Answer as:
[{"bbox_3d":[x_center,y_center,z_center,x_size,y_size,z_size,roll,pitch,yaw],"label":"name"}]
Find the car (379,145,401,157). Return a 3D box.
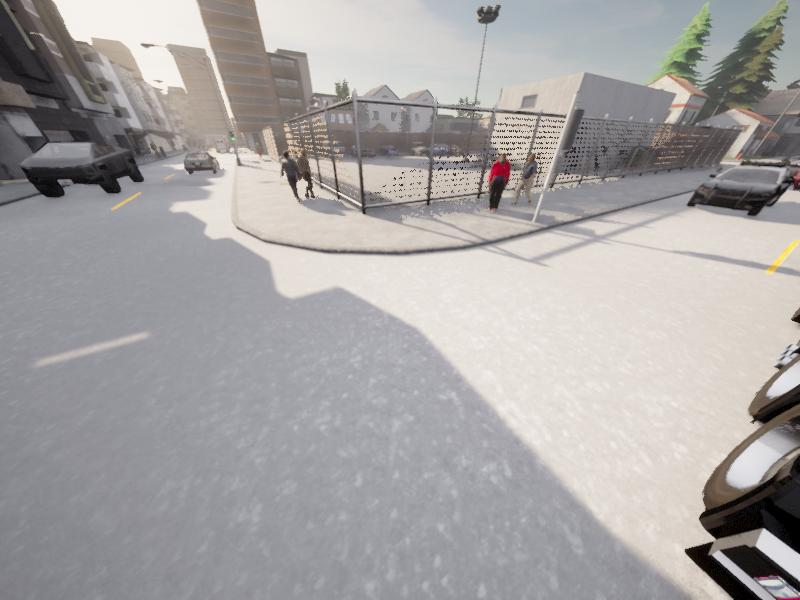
[{"bbox_3d":[-1.581,-22.791,35.272,1.845,1.501,3.633,-18,39,-24],"label":"car"}]

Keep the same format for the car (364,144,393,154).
[{"bbox_3d":[-4.025,-28.607,43.749,4.902,1.511,2.128,-17,39,-24],"label":"car"}]

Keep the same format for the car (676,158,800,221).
[{"bbox_3d":[13.985,-4.644,9.353,5.238,1.638,1.930,-18,39,-25],"label":"car"}]

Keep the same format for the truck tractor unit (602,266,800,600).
[{"bbox_3d":[5.110,-0.302,0.772,6.516,4.208,3.053,-18,39,-24],"label":"truck tractor unit"}]

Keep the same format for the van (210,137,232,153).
[{"bbox_3d":[-35.940,-31.336,46.607,2.351,2.431,6.366,-17,39,-23],"label":"van"}]

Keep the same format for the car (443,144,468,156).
[{"bbox_3d":[9.542,-26.111,40.140,1.816,1.474,4.193,-18,39,-24],"label":"car"}]

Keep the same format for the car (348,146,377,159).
[{"bbox_3d":[-5.431,-21.217,33.088,2.033,1.415,5.357,-18,39,-24],"label":"car"}]

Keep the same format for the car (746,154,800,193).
[{"bbox_3d":[22.915,-7.494,13.551,3.988,1.617,1.851,-18,39,-25],"label":"car"}]

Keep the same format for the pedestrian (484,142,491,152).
[{"bbox_3d":[18.422,-32.199,48.567,0.751,1.860,0.751,-24,42,-31],"label":"pedestrian"}]

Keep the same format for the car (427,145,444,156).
[{"bbox_3d":[5.620,-23.918,37.020,1.481,1.379,2.207,-18,39,-24],"label":"car"}]

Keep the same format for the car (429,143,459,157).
[{"bbox_3d":[7.162,-24.907,38.272,2.242,1.667,4.611,-18,39,-24],"label":"car"}]

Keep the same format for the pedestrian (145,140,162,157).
[{"bbox_3d":[-34.298,-21.086,32.164,0.751,1.860,0.751,-18,39,-24],"label":"pedestrian"}]

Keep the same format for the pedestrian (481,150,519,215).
[{"bbox_3d":[3.332,-3.959,7.849,0.751,1.860,0.751,11,36,15],"label":"pedestrian"}]

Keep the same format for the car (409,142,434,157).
[{"bbox_3d":[3.317,-23.911,36.624,1.905,1.878,3.866,-18,39,-24],"label":"car"}]

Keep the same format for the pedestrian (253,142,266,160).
[{"bbox_3d":[-16.755,-17.747,27.512,0.751,1.860,0.751,-12,37,-17],"label":"pedestrian"}]

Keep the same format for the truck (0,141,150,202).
[{"bbox_3d":[-15.988,-6.911,11.962,2.390,2.098,6.274,-18,39,-25],"label":"truck"}]

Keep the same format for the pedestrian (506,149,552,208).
[{"bbox_3d":[4.803,-4.560,8.725,0.751,1.860,0.751,-13,37,-18],"label":"pedestrian"}]

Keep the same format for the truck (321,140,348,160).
[{"bbox_3d":[-8.944,-20.439,31.395,2.069,2.038,4.478,-18,39,-24],"label":"truck"}]

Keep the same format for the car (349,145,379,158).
[{"bbox_3d":[-5.154,-21.261,33.027,3.705,1.547,1.789,-18,39,-24],"label":"car"}]

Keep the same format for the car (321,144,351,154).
[{"bbox_3d":[-12.093,-28.625,43.709,4.902,1.511,2.128,-19,39,-25],"label":"car"}]

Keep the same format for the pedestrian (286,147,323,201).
[{"bbox_3d":[-3.857,-5.143,9.491,0.751,1.860,0.751,9,36,12],"label":"pedestrian"}]

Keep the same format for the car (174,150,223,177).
[{"bbox_3d":[-15.962,-11.121,18.629,2.033,1.411,5.357,-17,39,-24],"label":"car"}]

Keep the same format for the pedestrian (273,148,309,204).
[{"bbox_3d":[-4.269,-4.889,9.123,0.751,1.860,0.751,-20,39,-26],"label":"pedestrian"}]
